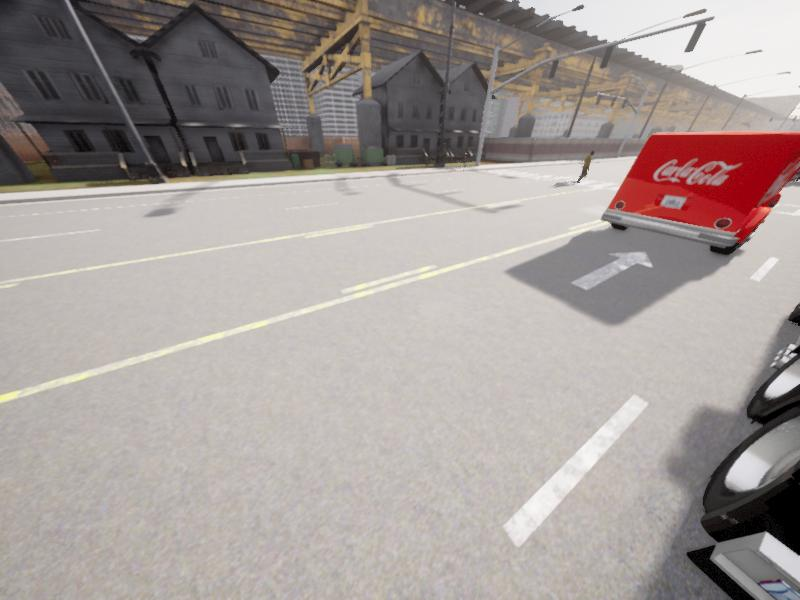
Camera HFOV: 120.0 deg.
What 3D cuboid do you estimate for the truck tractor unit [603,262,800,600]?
[{"bbox_3d":[5.104,-0.309,0.786,6.516,4.208,3.053,-19,39,-24],"label":"truck tractor unit"}]

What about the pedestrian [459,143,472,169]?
[{"bbox_3d":[5.594,-12.252,19.704,0.751,1.860,0.751,11,36,15],"label":"pedestrian"}]

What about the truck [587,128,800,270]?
[{"bbox_3d":[8.474,-3.044,6.279,5.204,2.467,2.627,-18,39,-24],"label":"truck"}]

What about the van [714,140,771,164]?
[{"bbox_3d":[44.469,-19.338,30.020,6.366,2.431,2.351,-18,39,-24],"label":"van"}]

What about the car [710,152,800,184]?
[{"bbox_3d":[25.797,-8.974,15.665,5.238,1.638,1.930,12,36,16],"label":"car"}]

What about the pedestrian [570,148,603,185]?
[{"bbox_3d":[11.462,-8.229,14.242,0.751,1.860,0.751,-23,41,-29],"label":"pedestrian"}]

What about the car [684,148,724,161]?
[{"bbox_3d":[44.018,-21.077,33.417,5.357,1.411,2.033,-18,39,-24],"label":"car"}]
